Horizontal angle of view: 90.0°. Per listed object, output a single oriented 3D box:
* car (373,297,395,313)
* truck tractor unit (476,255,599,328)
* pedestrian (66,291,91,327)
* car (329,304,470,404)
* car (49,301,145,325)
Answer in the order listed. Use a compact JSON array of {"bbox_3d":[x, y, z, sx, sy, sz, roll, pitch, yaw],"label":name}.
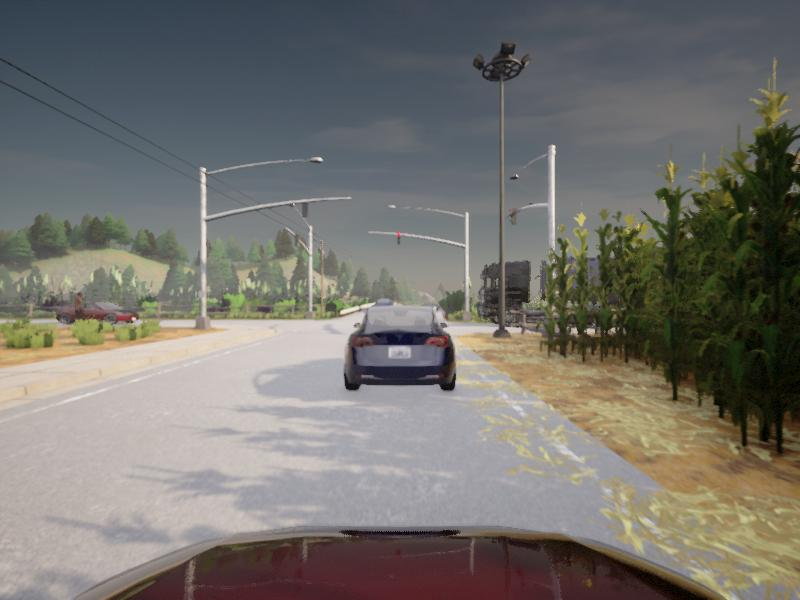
[{"bbox_3d":[-1.700,0.520,43.695,1.812,1.442,4.674,0,3,6],"label":"car"},{"bbox_3d":[8.281,-0.490,24.767,6.516,4.208,3.053,0,0,0],"label":"truck tractor unit"},{"bbox_3d":[-16.990,0.471,21.153,0.751,1.860,0.751,0,0,-11],"label":"pedestrian"},{"bbox_3d":[0.007,0.860,8.536,2.163,1.488,4.792,0,0,0],"label":"car"},{"bbox_3d":[-19.784,0.842,26.281,4.792,1.488,2.163,0,0,3],"label":"car"}]
